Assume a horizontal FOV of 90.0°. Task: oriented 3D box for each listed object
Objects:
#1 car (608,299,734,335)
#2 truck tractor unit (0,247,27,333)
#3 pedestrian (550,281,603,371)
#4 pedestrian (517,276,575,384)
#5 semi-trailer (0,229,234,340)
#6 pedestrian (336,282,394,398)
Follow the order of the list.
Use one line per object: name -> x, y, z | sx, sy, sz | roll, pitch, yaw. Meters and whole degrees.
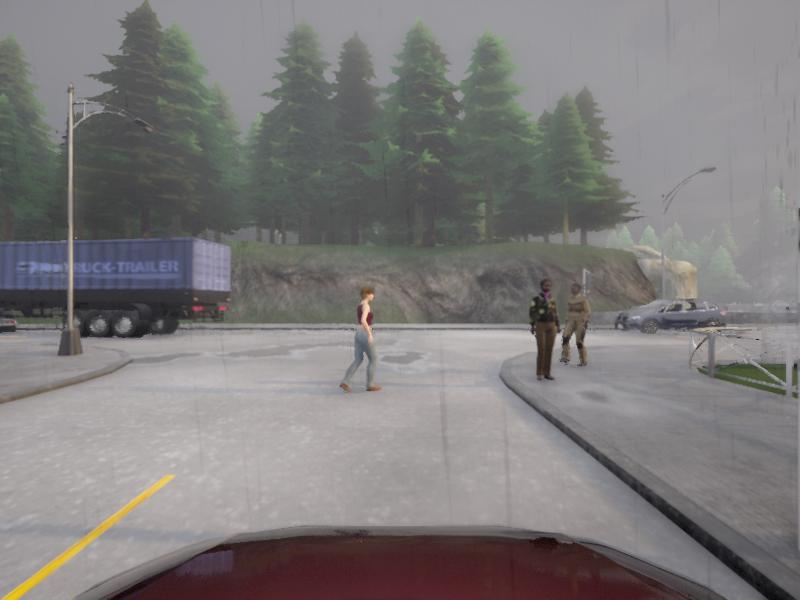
car -> 13.028, 0.776, 19.494 | 4.611, 1.667, 2.242 | 0, 0, 0
truck tractor unit -> -22.783, -0.498, 19.438 | 6.516, 4.208, 3.053 | 0, 0, 0
pedestrian -> 3.842, 0.534, 8.719 | 0.751, 1.860, 0.751 | 0, 0, -29
pedestrian -> 2.632, 0.524, 7.291 | 0.751, 1.860, 0.751 | 0, 0, -4
semi-trailer -> -14.953, -0.603, 18.409 | 14.254, 4.402, 2.717 | 0, 0, 10
pedestrian -> -0.613, 0.645, 6.921 | 0.751, 1.860, 0.751 | 0, 0, -29
